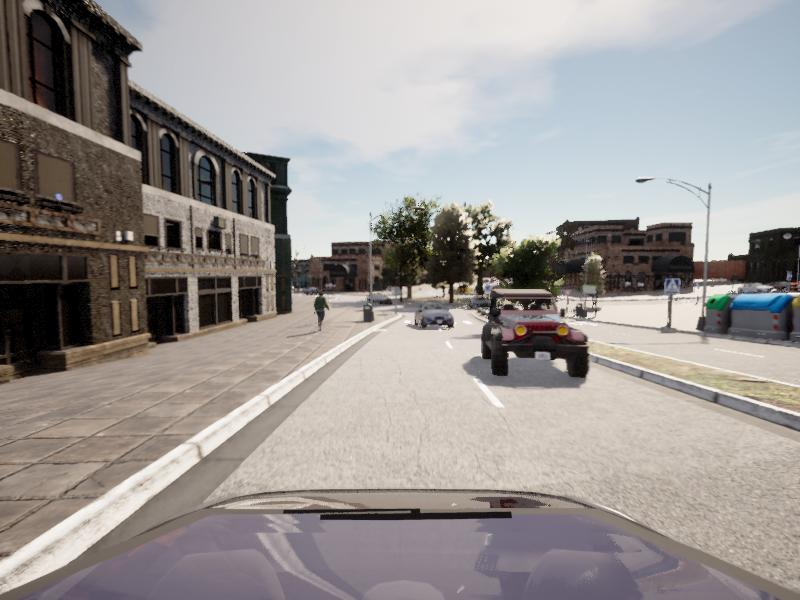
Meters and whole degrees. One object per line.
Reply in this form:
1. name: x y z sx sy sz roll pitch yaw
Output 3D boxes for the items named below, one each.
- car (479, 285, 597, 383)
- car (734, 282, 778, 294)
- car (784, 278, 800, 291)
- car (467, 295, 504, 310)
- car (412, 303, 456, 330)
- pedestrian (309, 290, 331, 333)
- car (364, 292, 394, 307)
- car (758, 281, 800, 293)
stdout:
1. car: 3.049 0.660 9.678 1.905 1.878 3.866 0 0 7
2. car: 50.454 -1.650 56.782 2.002 1.452 4.674 -4 2 -1
3. car: 56.011 -2.169 54.839 2.185 1.767 4.553 -4 2 -1
4. car: 10.312 0.302 48.303 3.988 1.617 1.851 0 4 -1
5. car: 1.915 0.899 23.661 1.816 1.474 4.193 0 0 -6
6. pedestrian: -3.568 0.490 17.860 0.751 1.860 0.751 1 4 8
7. car: -2.862 -0.094 53.921 1.930 1.638 5.238 -3 4 -29
8. car: 53.242 -1.837 55.799 2.163 1.488 4.792 -4 2 -1
